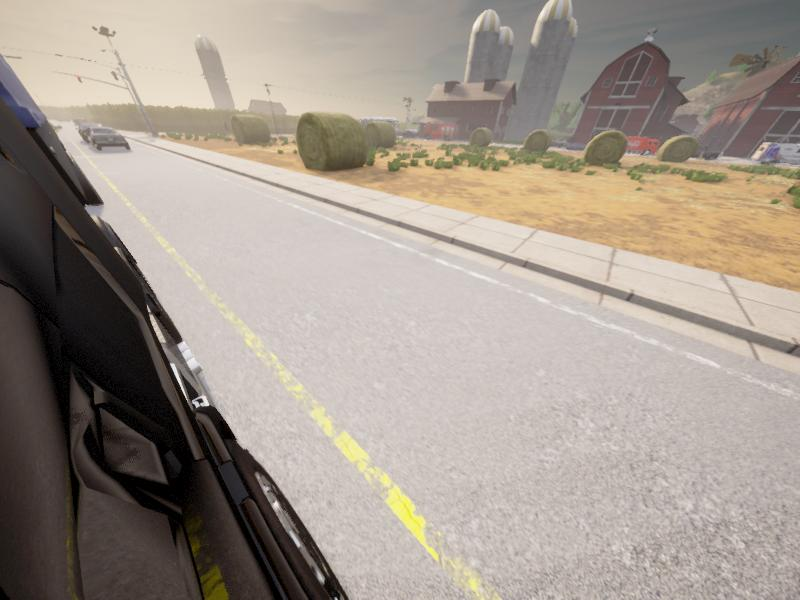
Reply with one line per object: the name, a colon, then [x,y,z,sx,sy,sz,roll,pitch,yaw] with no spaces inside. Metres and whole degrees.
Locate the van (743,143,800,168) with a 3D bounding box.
van: [50.260,-18.474,29.568,6.366,2.431,2.351,25,42,27]

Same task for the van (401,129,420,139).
van: [2.765,-43.084,59.946,4.480,2.038,2.069,25,42,27]

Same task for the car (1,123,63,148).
car: [-28.611,-12.927,18.078,4.181,1.385,1.994,28,44,30]

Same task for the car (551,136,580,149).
car: [33.436,-31.911,46.731,3.866,1.878,1.905,-3,43,-5]

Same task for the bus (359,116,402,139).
bus: [-4.940,-44.857,60.001,10.273,4.253,3.944,7,37,6]

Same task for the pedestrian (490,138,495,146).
pedestrian: [17.358,-29.723,43.424,0.500,1.100,0.500,28,43,29]

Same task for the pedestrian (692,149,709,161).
pedestrian: [38.887,-18.750,29.879,0.751,1.300,0.751,-26,45,-33]

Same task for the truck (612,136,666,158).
truck: [37.640,-24.382,36.671,5.204,2.467,2.627,25,42,27]

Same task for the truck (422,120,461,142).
truck: [9.856,-40.503,55.434,8.468,3.827,2.891,25,42,27]

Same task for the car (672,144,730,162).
car: [43.467,-21.422,33.562,4.605,1.855,1.932,25,42,27]

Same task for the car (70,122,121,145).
car: [-28.484,-15.624,21.609,4.792,1.488,2.163,28,44,30]

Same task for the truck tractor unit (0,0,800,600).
truck tractor unit: [-2.645,-0.295,0.351,6.516,4.208,3.053,28,44,30]

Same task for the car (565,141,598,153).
car: [31.668,-26.725,40.335,4.181,1.385,1.994,25,43,27]

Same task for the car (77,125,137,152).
car: [-22.840,-12.590,17.964,5.357,1.411,2.033,28,44,30]

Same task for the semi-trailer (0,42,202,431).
semi-trailer: [-8.701,-3.592,4.240,14.254,4.402,2.717,28,44,30]
